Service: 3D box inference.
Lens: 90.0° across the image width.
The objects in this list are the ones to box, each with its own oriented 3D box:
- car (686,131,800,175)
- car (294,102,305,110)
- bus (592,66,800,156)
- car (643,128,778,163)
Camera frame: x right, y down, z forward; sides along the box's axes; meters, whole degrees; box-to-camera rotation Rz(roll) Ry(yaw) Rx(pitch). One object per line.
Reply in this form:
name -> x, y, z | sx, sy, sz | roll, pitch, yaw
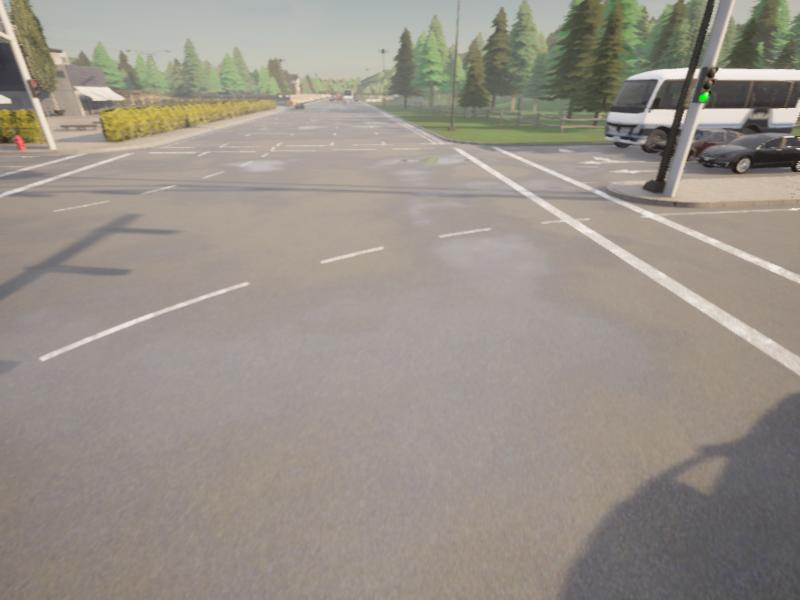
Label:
car -> 15.716, -6.476, 17.533 | 4.892, 1.490, 1.837 | -4, 28, -7
car -> -21.393, -41.454, 85.343 | 2.128, 1.511, 4.902 | -5, 28, -10
bus -> 17.523, -10.996, 23.290 | 10.273, 4.253, 3.944 | -4, 28, -7
car -> 15.920, -8.065, 20.721 | 5.357, 1.411, 2.033 | -4, 28, -7
